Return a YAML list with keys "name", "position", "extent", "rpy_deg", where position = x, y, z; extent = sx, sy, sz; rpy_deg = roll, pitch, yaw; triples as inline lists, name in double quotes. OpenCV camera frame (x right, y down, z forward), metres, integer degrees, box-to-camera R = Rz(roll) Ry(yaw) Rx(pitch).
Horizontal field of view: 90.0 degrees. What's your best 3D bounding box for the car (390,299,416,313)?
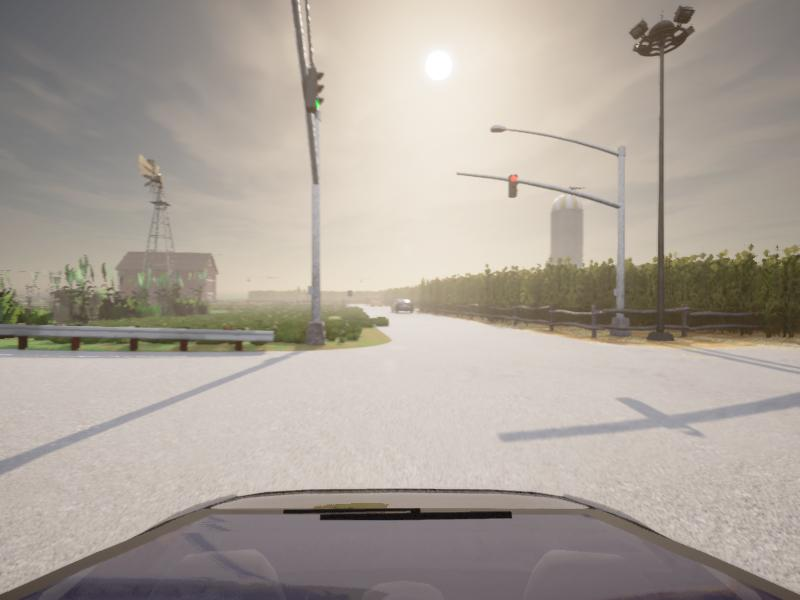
- name: "car"
  position: [0.223, 0.682, 45.076]
  extent: [2.163, 1.488, 4.792]
  rpy_deg: [0, 0, -9]
